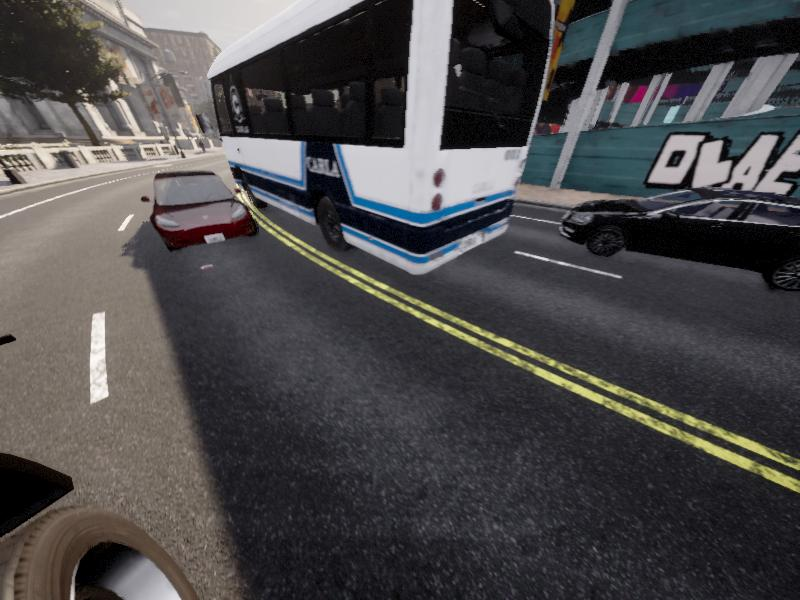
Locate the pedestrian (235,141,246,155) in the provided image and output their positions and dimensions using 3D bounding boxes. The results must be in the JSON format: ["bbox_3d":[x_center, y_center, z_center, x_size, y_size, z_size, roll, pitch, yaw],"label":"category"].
[{"bbox_3d":[-25.027,-23.940,36.341,0.751,1.860,0.751,-11,36,-16],"label":"pedestrian"}]

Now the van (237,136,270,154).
[{"bbox_3d":[-25.380,-27.043,40.352,2.351,2.431,6.366,-5,35,-8],"label":"van"}]

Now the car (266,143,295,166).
[{"bbox_3d":[-12.516,-15.554,24.524,1.932,1.855,4.605,-10,36,-14],"label":"car"}]

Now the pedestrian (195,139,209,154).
[{"bbox_3d":[-29.024,-22.523,33.955,0.751,1.860,0.751,-7,36,-12],"label":"pedestrian"}]

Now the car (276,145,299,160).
[{"bbox_3d":[-14.639,-19.386,30.315,2.007,1.525,4.514,-9,36,-14],"label":"car"}]

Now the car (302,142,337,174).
[{"bbox_3d":[-7.041,-12.417,19.962,2.150,2.045,5.566,-11,37,-17],"label":"car"}]

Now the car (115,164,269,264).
[{"bbox_3d":[-5.839,-2.853,6.697,2.163,1.488,4.792,-24,42,-31],"label":"car"}]

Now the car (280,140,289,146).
[{"bbox_3d":[-40.690,-55.566,81.642,1.932,1.855,4.605,-9,36,-14],"label":"car"}]

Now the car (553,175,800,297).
[{"bbox_3d":[6.569,-1.653,5.180,4.902,1.511,2.128,20,39,26],"label":"car"}]

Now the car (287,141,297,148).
[{"bbox_3d":[-33.121,-47.842,70.958,1.882,1.535,5.008,-9,36,-14],"label":"car"}]

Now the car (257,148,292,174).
[{"bbox_3d":[-10.417,-11.795,19.454,2.007,1.525,4.514,-12,36,-17],"label":"car"}]

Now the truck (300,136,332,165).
[{"bbox_3d":[-9.260,-16.539,25.488,2.627,2.467,5.204,-10,36,-14],"label":"truck"}]

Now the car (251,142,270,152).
[{"bbox_3d":[-27.762,-30.589,46.220,2.128,1.511,4.902,-9,36,-14],"label":"car"}]

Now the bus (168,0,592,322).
[{"bbox_3d":[-2.114,-4.341,6.500,3.944,4.253,10.273,-29,46,-35],"label":"bus"}]

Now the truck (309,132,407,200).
[{"bbox_3d":[-2.314,-7.128,12.044,2.627,2.467,5.204,-22,40,-29],"label":"truck"}]
